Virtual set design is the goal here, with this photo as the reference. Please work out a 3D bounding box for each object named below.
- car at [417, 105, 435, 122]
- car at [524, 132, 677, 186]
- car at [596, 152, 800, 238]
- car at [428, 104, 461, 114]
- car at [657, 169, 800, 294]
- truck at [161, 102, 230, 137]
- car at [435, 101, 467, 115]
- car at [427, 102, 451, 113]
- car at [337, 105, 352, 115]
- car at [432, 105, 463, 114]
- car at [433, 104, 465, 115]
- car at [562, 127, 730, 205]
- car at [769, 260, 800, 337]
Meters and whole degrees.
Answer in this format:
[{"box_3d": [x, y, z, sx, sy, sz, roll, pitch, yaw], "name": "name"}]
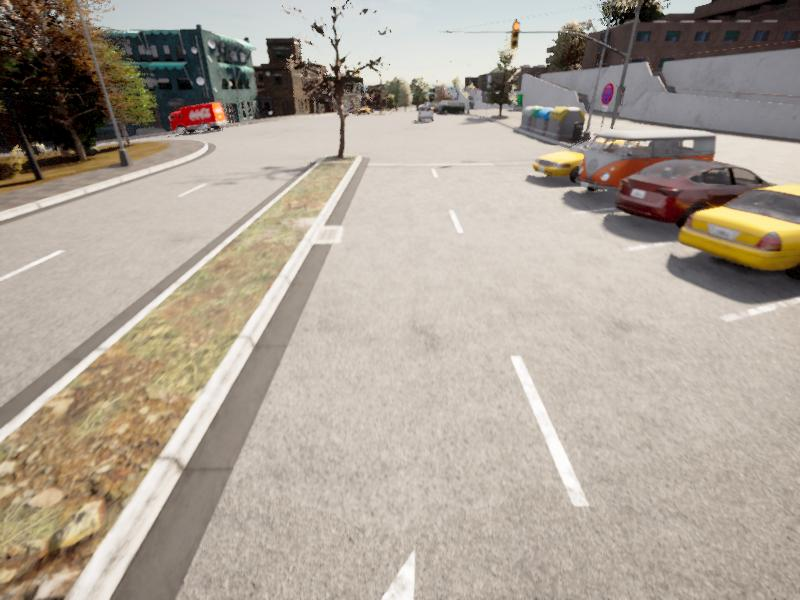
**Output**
[{"box_3d": [2.917, -21.408, 45.932, 1.845, 1.501, 3.633, -1, 28, 1], "name": "car"}, {"box_3d": [7.873, -5.660, 15.841, 5.366, 1.575, 1.946, -9, 29, -18], "name": "car"}, {"box_3d": [8.077, -2.934, 10.625, 4.792, 1.488, 2.163, -9, 29, -18], "name": "car"}, {"box_3d": [7.812, -33.568, 70.323, 5.366, 1.575, 1.946, -9, 28, -18], "name": "car"}, {"box_3d": [8.228, -1.619, 8.007, 5.366, 1.575, 1.946, -9, 29, -18], "name": "car"}, {"box_3d": [-20.899, -18.575, 41.155, 5.204, 2.467, 2.627, -6, 28, 6], "name": "truck"}, {"box_3d": [7.886, -29.873, 62.210, 4.442, 1.987, 1.878, -9, 28, -18], "name": "car"}, {"box_3d": [7.868, -38.984, 80.962, 4.442, 1.987, 1.878, -9, 28, -18], "name": "car"}, {"box_3d": [-8.950, -30.658, 64.466, 1.845, 1.501, 3.633, 0, 26, 0], "name": "car"}, {"box_3d": [7.990, -32.254, 67.722, 4.674, 1.452, 2.002, -9, 28, -18], "name": "car"}, {"box_3d": [7.986, -30.954, 65.048, 4.674, 1.452, 2.002, -9, 27, -18], "name": "car"}, {"box_3d": [7.941, -4.502, 13.109, 4.442, 1.987, 1.878, -9, 29, -18], "name": "car"}, {"box_3d": [8.050, -0.219, 5.300, 4.892, 1.521, 2.231, -9, 29, -18], "name": "car"}]
